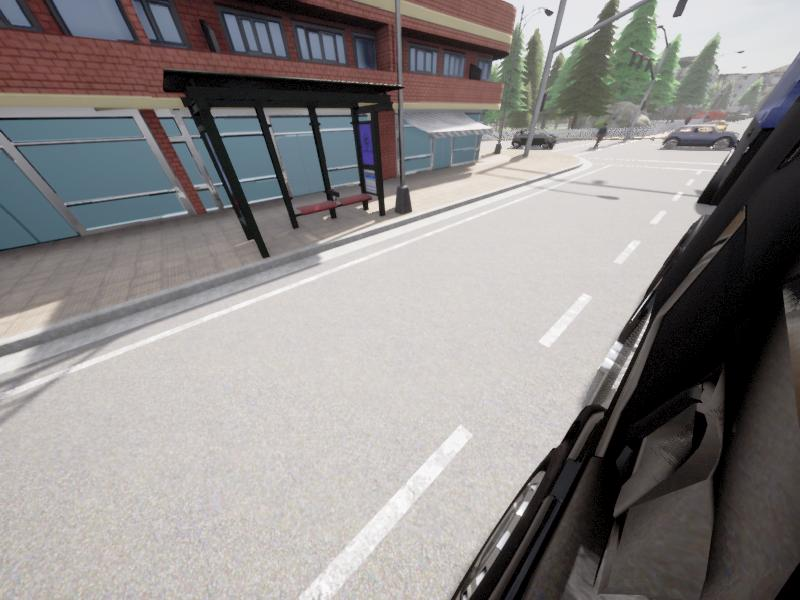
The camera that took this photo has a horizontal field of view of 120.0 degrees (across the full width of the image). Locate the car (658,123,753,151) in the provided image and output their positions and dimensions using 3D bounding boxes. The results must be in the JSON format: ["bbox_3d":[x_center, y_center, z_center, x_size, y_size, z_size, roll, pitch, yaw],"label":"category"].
[{"bbox_3d":[22.072,-11.912,16.891,1.970,1.475,3.806,-29,45,-31],"label":"car"}]

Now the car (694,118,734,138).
[{"bbox_3d":[35.621,-19.530,26.173,5.366,1.575,1.801,-27,43,-29],"label":"car"}]

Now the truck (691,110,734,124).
[{"bbox_3d":[78.417,-46.025,58.130,2.627,2.467,5.204,-11,38,-11],"label":"truck"}]

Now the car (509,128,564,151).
[{"bbox_3d":[12.398,-14.771,21.197,3.705,1.549,1.789,26,45,32],"label":"car"}]

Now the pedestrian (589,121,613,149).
[{"bbox_3d":[16.657,-13.669,19.177,0.751,1.860,0.751,-27,43,-29],"label":"pedestrian"}]

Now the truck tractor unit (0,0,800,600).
[{"bbox_3d":[2.645,-0.295,0.351,6.516,4.208,3.053,-28,44,-30],"label":"truck tractor unit"}]

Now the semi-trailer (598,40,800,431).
[{"bbox_3d":[8.692,-3.611,4.230,14.254,4.402,2.717,-28,44,-30],"label":"semi-trailer"}]
